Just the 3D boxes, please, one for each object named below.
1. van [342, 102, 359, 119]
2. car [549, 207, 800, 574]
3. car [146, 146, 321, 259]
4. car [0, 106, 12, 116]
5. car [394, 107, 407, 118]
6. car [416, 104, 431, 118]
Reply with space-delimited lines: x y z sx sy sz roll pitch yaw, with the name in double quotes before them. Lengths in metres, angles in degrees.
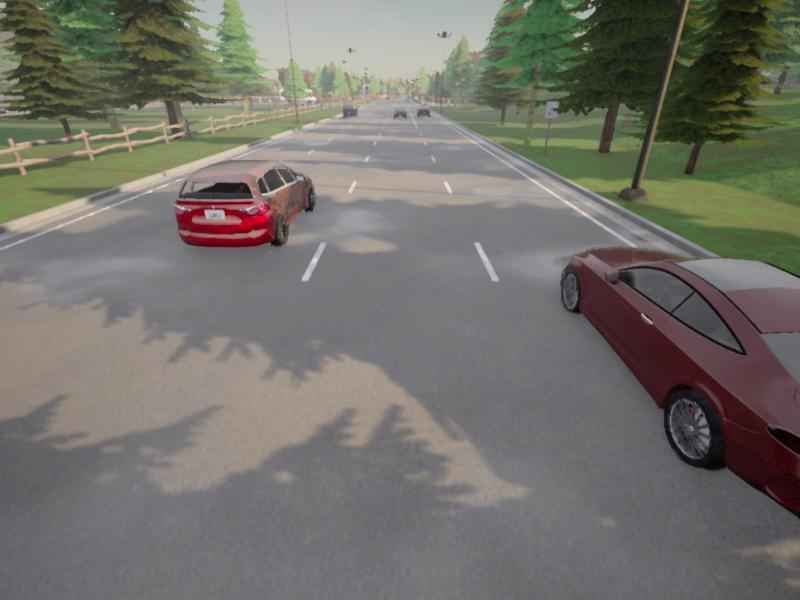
"van" -6.964 -26.859 56.671 1.775 1.987 4.442 0 27 0
"car" 3.505 0.240 4.589 1.812 1.442 4.674 0 27 0
"car" -3.617 -2.657 9.958 2.242 1.667 4.611 1 27 1
"car" -61.056 -27.926 59.232 2.033 1.411 5.357 0 27 0
"car" 0.037 -27.524 58.738 1.895 1.301 4.718 0 27 0
"car" 3.538 -28.767 60.787 1.930 1.638 5.238 0 27 0
